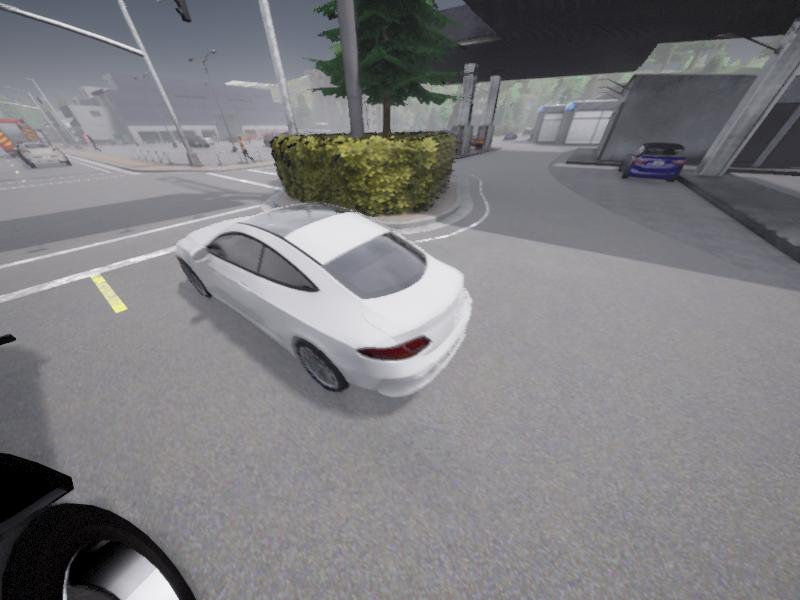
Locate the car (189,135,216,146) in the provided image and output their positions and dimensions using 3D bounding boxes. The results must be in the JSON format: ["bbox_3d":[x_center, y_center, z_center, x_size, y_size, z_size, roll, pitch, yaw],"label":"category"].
[{"bbox_3d":[-34.260,-27.761,40.145,3.806,1.475,1.970,22,42,27],"label":"car"}]

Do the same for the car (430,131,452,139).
[{"bbox_3d":[9.758,-39.499,55.275,4.514,1.523,2.007,22,42,27],"label":"car"}]

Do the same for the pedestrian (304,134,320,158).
[{"bbox_3d":[-8.348,-14.638,21.907,0.751,1.860,0.751,23,43,28],"label":"pedestrian"}]

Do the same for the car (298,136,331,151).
[{"bbox_3d":[-11.334,-20.849,30.665,3.806,1.475,1.970,22,42,27],"label":"car"}]

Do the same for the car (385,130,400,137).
[{"bbox_3d":[-2.578,-57.122,79.103,4.605,1.855,1.932,21,42,27],"label":"car"}]

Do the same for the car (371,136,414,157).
[{"bbox_3d":[-0.689,-16.755,25.098,2.033,1.649,4.856,22,42,28],"label":"car"}]

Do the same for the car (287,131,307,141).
[{"bbox_3d":[-23.648,-37.548,52.827,3.866,1.878,1.905,22,42,27],"label":"car"}]

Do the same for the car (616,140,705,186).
[{"bbox_3d":[13.991,-7.770,12.848,2.242,1.667,4.611,22,42,27],"label":"car"}]

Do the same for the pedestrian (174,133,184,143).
[{"bbox_3d":[-50.778,-37.377,53.174,0.751,1.860,0.751,17,40,22],"label":"pedestrian"}]

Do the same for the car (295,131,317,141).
[{"bbox_3d":[-22.342,-39.113,54.938,4.605,1.855,1.932,22,42,27],"label":"car"}]

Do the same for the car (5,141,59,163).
[{"bbox_3d":[-35.652,-14.432,22.373,4.974,1.542,2.038,22,42,28],"label":"car"}]

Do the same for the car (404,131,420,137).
[{"bbox_3d":[3.784,-54.462,75.749,4.792,1.488,2.163,21,42,27],"label":"car"}]

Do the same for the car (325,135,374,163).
[{"bbox_3d":[-4.377,-13.664,20.797,1.905,1.878,3.866,22,42,28],"label":"car"}]

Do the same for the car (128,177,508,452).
[{"bbox_3d":[-1.354,-0.516,3.207,4.674,1.442,1.812,23,42,26],"label":"car"}]

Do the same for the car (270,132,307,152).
[{"bbox_3d":[-13.723,-19.626,28.591,3.866,1.878,1.905,22,42,27],"label":"car"}]

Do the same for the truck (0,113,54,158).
[{"bbox_3d":[-44.323,-18.856,26.549,8.468,3.827,2.891,22,42,28],"label":"truck"}]

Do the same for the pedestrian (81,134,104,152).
[{"bbox_3d":[-38.584,-19.721,29.008,0.751,1.860,0.751,19,41,25],"label":"pedestrian"}]

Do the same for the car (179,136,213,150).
[{"bbox_3d":[-30.525,-23.552,34.538,4.514,1.523,2.007,22,42,27],"label":"car"}]

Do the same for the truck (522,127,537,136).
[{"bbox_3d":[40.426,-52.643,72.121,2.390,2.098,6.274,22,42,27],"label":"truck"}]

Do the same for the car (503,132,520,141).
[{"bbox_3d":[22.652,-33.277,46.975,1.816,1.474,4.193,22,42,28],"label":"car"}]

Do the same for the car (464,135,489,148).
[{"bbox_3d":[11.204,-23.302,33.886,1.994,1.385,4.181,22,43,28],"label":"car"}]

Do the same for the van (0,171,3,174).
[{"bbox_3d":[-28.956,-9.347,15.005,4.480,2.038,2.069,19,41,24],"label":"van"}]

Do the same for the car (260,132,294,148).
[{"bbox_3d":[-18.346,-23.850,34.379,4.605,1.855,1.932,22,42,27],"label":"car"}]

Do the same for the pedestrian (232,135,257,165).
[{"bbox_3d":[-11.913,-11.466,17.714,0.751,1.860,0.751,21,42,26],"label":"pedestrian"}]

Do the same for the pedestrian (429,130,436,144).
[{"bbox_3d":[5.382,-26.788,37.964,0.751,1.860,0.751,22,42,27],"label":"pedestrian"}]

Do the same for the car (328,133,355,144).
[{"bbox_3d":[-10.703,-29.649,42.358,4.514,1.523,2.007,22,42,27],"label":"car"}]

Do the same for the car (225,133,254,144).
[{"bbox_3d":[-30.893,-31.123,44.464,5.027,1.636,2.152,22,42,27],"label":"car"}]

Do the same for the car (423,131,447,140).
[{"bbox_3d":[8.025,-37.929,53.184,5.027,1.636,2.152,22,42,27],"label":"car"}]

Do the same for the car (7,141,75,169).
[{"bbox_3d":[-28.899,-11.761,18.594,5.027,1.651,2.152,22,42,27],"label":"car"}]

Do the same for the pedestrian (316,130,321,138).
[{"bbox_3d":[-23.630,-48.230,67.246,0.751,1.860,0.751,22,42,27],"label":"pedestrian"}]

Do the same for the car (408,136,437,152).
[{"bbox_3d":[2.923,-19.827,29.282,1.970,1.475,3.806,22,42,28],"label":"car"}]

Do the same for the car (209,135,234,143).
[{"bbox_3d":[-42.988,-38.856,55.636,1.816,1.474,4.193,22,42,27],"label":"car"}]

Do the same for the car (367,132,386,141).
[{"bbox_3d":[-5.008,-34.587,48.919,3.633,1.501,1.845,22,42,27],"label":"car"}]

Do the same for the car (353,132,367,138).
[{"bbox_3d":[-11.701,-48.089,67.253,3.633,1.501,1.845,22,42,27],"label":"car"}]
